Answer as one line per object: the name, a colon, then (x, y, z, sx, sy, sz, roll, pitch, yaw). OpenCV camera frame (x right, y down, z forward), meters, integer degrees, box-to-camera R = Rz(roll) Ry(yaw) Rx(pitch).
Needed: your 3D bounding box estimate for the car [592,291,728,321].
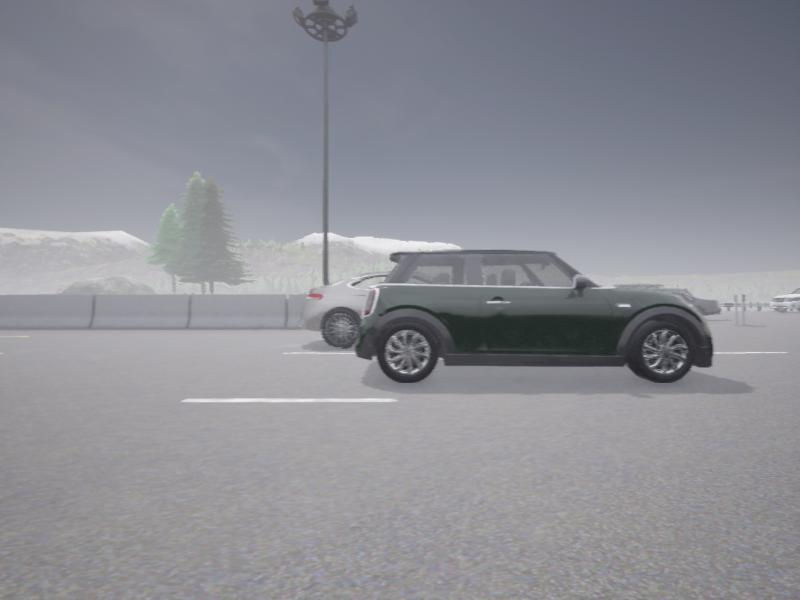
car: (12.621, 0.289, 19.701, 5.357, 1.411, 2.033, 0, 0, 0)

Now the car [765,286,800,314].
car: (31.374, -0.054, 30.199, 5.566, 2.045, 2.150, -1, 0, 0)

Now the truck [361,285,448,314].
truck: (0.323, -0.057, 30.199, 6.274, 2.098, 2.390, 0, 0, 0)

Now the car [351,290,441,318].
car: (-0.203, 0.229, 23.200, 4.974, 1.542, 2.038, 0, 0, 0)

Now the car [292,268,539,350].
car: (0.315, 0.181, 9.199, 5.027, 1.651, 2.152, 0, 0, 0)

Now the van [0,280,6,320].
van: (-22.660, -0.016, 19.699, 4.480, 2.038, 2.069, 0, 0, 0)

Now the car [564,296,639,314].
car: (15.121, 0.336, 30.200, 4.718, 1.301, 1.895, 0, 0, 0)

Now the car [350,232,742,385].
car: (1.696, 0.095, 5.696, 4.553, 1.767, 2.097, 0, 0, 0)

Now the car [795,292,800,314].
car: (29.616, 0.214, 26.701, 4.514, 1.525, 2.007, 0, 0, 0)

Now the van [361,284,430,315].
van: (-0.286, -0.029, 26.698, 4.480, 2.038, 2.069, 0, 0, 0)

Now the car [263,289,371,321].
car: (-3.948, 0.239, 19.697, 4.902, 1.511, 2.128, 0, 0, 0)

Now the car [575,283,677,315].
car: (14.941, -0.038, 26.700, 5.566, 2.045, 2.150, 0, 0, 0)

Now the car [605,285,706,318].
car: (14.681, 0.086, 23.200, 4.553, 1.767, 2.097, 0, 0, 0)
